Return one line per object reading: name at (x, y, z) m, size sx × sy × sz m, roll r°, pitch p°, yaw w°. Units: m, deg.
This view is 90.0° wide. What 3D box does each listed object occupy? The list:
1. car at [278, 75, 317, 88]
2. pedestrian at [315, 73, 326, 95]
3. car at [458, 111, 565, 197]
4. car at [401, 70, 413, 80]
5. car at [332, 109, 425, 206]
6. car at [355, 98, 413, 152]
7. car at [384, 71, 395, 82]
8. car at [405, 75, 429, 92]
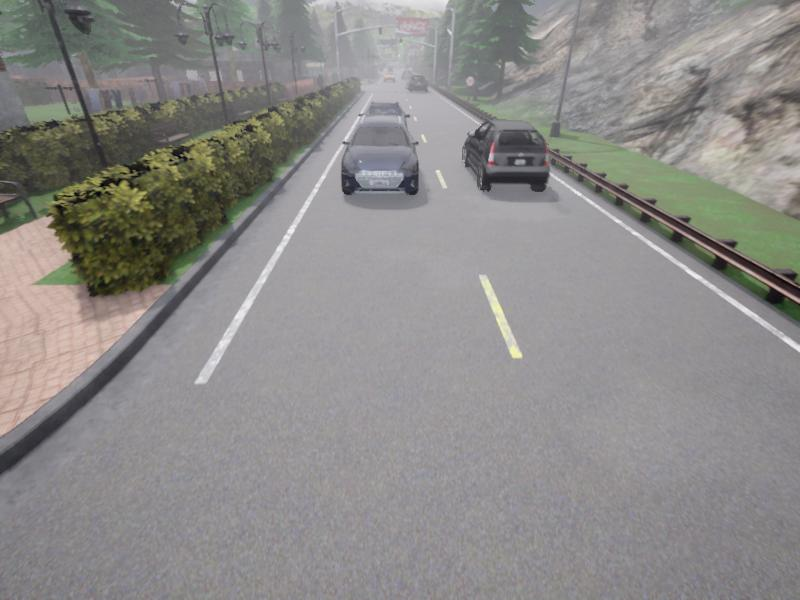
car at (-14.222, -30.546, 55.813) m, size 4.892 × 1.490 × 1.837 m, roll 1°, pitch 31°, yaw 1°
pedestrian at (-7.602, -20.612, 38.197) m, size 0.751 × 1.860 × 0.751 m, roll 0°, pitch 31°, yaw -1°
car at (2.971, -4.388, 11.656) m, size 1.851 × 1.617 × 3.988 m, roll 0°, pitch 31°, yaw -1°
car at (1.447, -45.591, 81.132) m, size 2.242 × 1.667 × 4.611 m, roll 0°, pitch 31°, yaw -1°
car at (-0.525, -4.208, 11.263) m, size 2.033 × 1.649 × 4.856 m, roll 0°, pitch 31°, yaw -1°
car at (-0.653, -7.635, 17.150) m, size 2.128 × 1.511 × 4.902 m, roll 0°, pitch 31°, yaw -1°
car at (-1.816, -39.310, 70.307) m, size 1.801 × 1.575 × 5.366 m, roll 0°, pitch 31°, yaw -1°
car at (1.976, -26.255, 48.424) m, size 2.242 × 1.667 × 4.611 m, roll -2°, pitch 31°, yaw -5°
